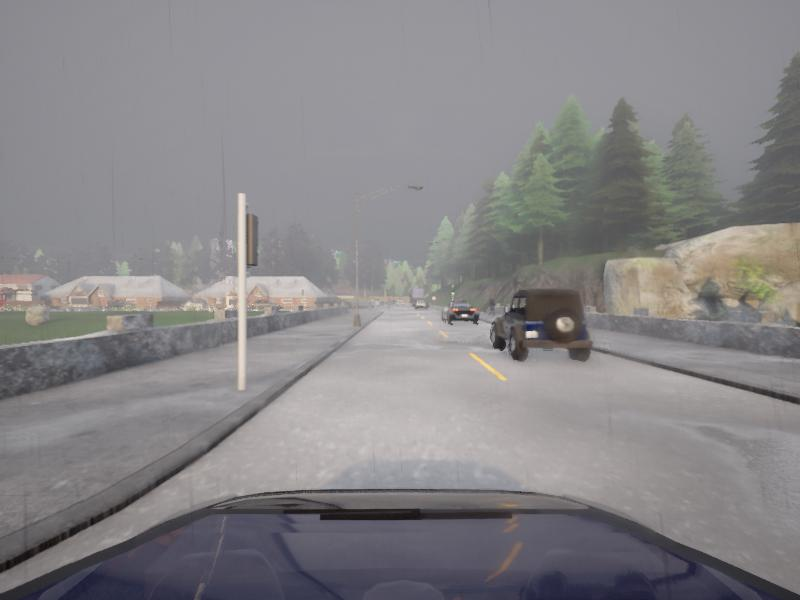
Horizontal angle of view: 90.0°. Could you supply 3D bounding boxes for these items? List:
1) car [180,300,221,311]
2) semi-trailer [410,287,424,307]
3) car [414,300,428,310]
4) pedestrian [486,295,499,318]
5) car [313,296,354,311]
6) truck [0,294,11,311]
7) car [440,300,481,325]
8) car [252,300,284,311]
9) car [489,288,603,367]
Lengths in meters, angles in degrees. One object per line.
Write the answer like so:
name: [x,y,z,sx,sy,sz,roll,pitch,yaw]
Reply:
car: [-28.621,0.789,57.524,4.974,1.542,2.038,0,0,0]
semi-trailer: [4.012,-0.679,95.611,2.717,4.402,14.254,0,0,0]
car: [3.659,0.786,67.680,2.007,1.525,4.514,0,0,8]
pedestrian: [7.594,0.512,32.904,0.751,1.860,0.751,0,0,-18]
car: [-9.489,0.532,57.498,5.566,2.045,2.150,0,0,0]
truck: [-59.835,0.320,57.523,5.204,2.467,2.627,0,0,0]
car: [3.995,0.805,27.207,2.038,1.542,4.974,0,0,0]
car: [-19.003,0.752,57.523,3.988,1.617,1.851,0,0,0]
car: [3.888,0.639,11.435,1.905,1.878,3.866,0,0,1]
